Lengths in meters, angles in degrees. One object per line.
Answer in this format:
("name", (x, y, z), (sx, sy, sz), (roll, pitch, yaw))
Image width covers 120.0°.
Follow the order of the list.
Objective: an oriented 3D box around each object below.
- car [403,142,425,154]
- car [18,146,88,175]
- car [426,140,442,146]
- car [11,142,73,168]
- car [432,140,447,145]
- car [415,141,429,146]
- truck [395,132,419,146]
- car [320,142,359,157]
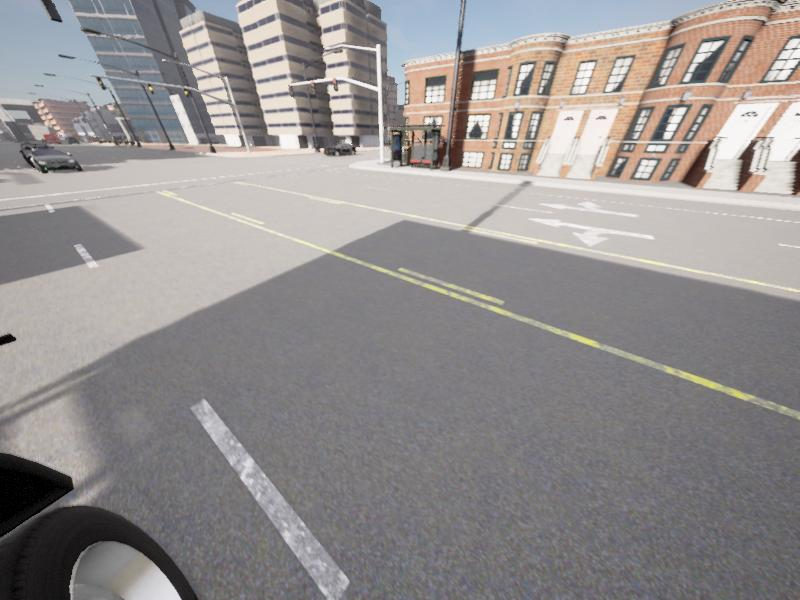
("car", (2.460, -26.674, 40.350), (1.851, 1.617, 3.988), (22, 41, 28))
("car", (-25.879, -10.483, 17.214), (4.974, 1.542, 2.038), (22, 41, 28))
("car", (11.714, -54.313, 79.789), (5.238, 1.638, 1.930), (20, 40, 27))
("car", (-31.948, -13.010, 20.626), (4.611, 1.667, 2.242), (22, 41, 28))
("car", (14.639, -57.929, 85.139), (4.902, 1.511, 2.128), (20, 40, 27))
("car", (7.444, -53.440, 78.723), (4.193, 1.474, 1.816), (20, 40, 27))
("truck", (2.475, -58.597, 84.219), (8.468, 3.827, 2.891), (20, 40, 27))
("car", (-8.412, -21.250, 32.536), (1.930, 1.638, 5.238), (22, 41, 28))
